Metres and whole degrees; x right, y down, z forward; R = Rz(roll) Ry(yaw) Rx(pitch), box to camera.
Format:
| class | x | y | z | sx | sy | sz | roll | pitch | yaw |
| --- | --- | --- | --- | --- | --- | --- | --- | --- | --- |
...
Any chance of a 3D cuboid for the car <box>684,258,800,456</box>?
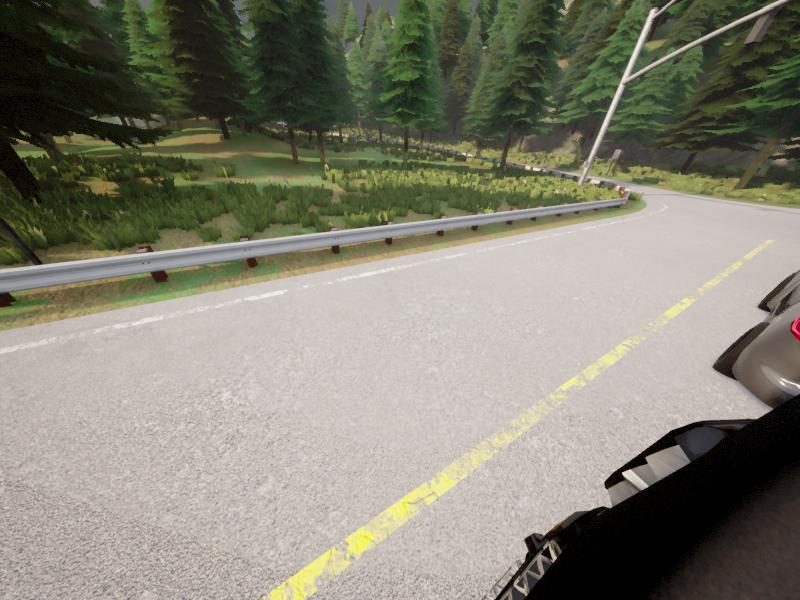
| class | x | y | z | sx | sy | sz | roll | pitch | yaw |
| --- | --- | --- | --- | --- | --- | --- | --- | --- | --- |
| car | 5.833 | 0.331 | 2.380 | 4.611 | 1.667 | 2.242 | -16 | 38 | -26 |
